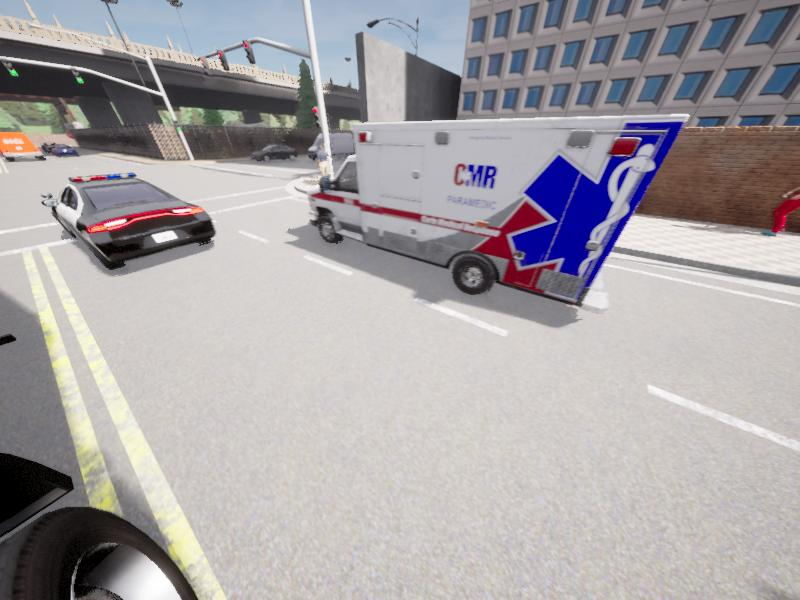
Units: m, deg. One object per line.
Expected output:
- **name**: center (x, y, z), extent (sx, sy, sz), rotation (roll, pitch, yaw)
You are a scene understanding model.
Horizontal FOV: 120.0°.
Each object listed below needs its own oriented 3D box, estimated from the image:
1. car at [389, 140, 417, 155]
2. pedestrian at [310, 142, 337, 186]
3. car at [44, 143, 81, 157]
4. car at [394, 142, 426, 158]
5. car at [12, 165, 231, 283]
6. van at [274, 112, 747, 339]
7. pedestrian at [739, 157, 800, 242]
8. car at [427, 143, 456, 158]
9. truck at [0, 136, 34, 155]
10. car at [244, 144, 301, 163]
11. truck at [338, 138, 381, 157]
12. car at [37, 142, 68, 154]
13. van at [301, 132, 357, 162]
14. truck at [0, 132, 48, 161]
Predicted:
- **car**: center (0.475, -23.848, 36.107), extent (2.097, 1.767, 4.553), rotation (22, 41, 28)
- **pedestrian**: center (-3.871, -6.921, 11.782), extent (0.751, 1.860, 0.751), rotation (-21, 41, -28)
- **car**: center (-45.136, -20.082, 30.874), extent (4.181, 1.385, 1.994), rotation (22, 41, 28)
- **car**: center (1.428, -21.041, 32.263), extent (1.930, 1.638, 5.238), rotation (22, 41, 28)
- **car**: center (-6.816, -2.214, 5.668), extent (4.974, 1.542, 2.038), rotation (20, 40, 26)
- **van**: center (0.706, -2.062, 4.736), extent (6.366, 2.431, 2.351), rotation (22, 41, 28)
- **pedestrian**: center (9.791, -2.518, 5.640), extent (0.751, 1.860, 0.751), rotation (23, 41, 29)
- **car**: center (5.864, -21.108, 32.521), extent (1.837, 1.490, 4.892), rotation (22, 41, 28)
- **truck**: center (-55.646, -22.161, 33.105), extent (6.274, 2.098, 2.390), rotation (22, 41, 28)
- **car**: center (-13.472, -15.784, 24.813), extent (1.837, 1.490, 4.892), rotation (23, 41, 29)
- **truck**: center (-5.690, -22.421, 33.767), extent (2.390, 2.098, 6.274), rotation (22, 41, 28)
- **car**: center (-53.461, -23.443, 35.557), extent (3.806, 1.475, 1.970), rotation (22, 41, 28)
- **van**: center (-7.744, -17.380, 26.217), extent (1.988, 2.561, 5.915), rotation (22, 41, 28)
- **truck**: center (-42.158, -16.887, 25.401), extent (5.204, 2.467, 2.627), rotation (21, 40, 28)
